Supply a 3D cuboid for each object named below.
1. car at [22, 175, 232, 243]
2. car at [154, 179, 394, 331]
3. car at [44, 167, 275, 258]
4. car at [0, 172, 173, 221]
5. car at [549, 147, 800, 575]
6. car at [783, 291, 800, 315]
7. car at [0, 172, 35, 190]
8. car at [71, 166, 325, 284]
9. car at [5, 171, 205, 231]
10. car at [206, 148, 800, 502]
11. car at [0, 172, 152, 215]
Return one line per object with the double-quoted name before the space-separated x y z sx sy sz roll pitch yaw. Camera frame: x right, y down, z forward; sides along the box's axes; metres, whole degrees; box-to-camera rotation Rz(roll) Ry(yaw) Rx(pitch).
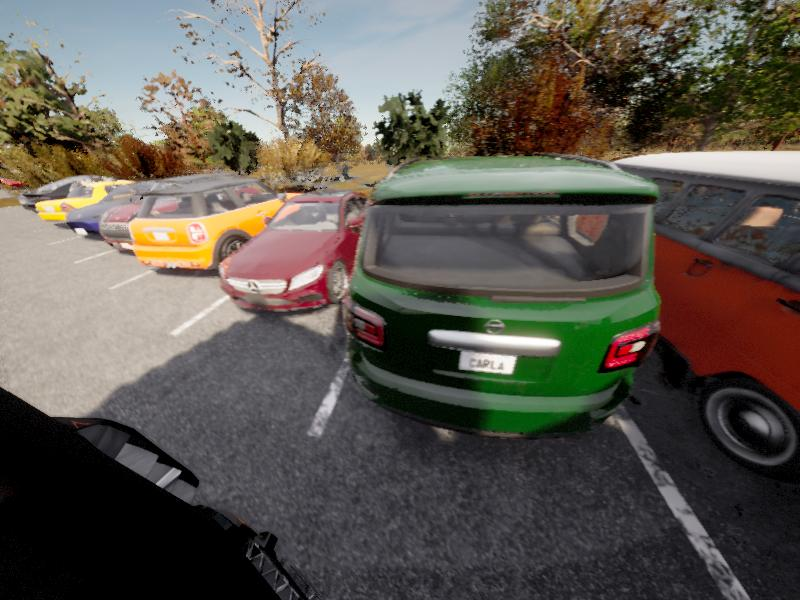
"car" -9.690 -3.809 9.045 2.163 1.488 4.792 4 34 9
"car" -1.607 -1.506 4.988 2.002 1.452 4.674 4 34 9
"car" -6.756 -3.132 7.525 2.185 1.767 4.553 4 34 9
"car" -15.559 -5.524 12.019 2.231 1.521 4.892 4 34 10
"car" 3.510 -0.194 2.144 1.878 1.987 4.442 4 34 9
"car" 6.087 0.540 0.845 1.878 1.987 4.442 4 34 9
"car" -46.134 -13.968 27.161 3.988 1.617 1.851 9 35 17
"car" -4.201 -2.362 6.173 2.185 1.767 4.553 4 34 10
"car" -12.596 -4.792 10.689 1.946 1.575 5.366 4 34 10
"car" 0.956 -1.030 3.551 2.435 2.045 5.566 4 34 10
"car" -18.487 -6.371 13.513 2.231 1.521 4.892 4 34 9
